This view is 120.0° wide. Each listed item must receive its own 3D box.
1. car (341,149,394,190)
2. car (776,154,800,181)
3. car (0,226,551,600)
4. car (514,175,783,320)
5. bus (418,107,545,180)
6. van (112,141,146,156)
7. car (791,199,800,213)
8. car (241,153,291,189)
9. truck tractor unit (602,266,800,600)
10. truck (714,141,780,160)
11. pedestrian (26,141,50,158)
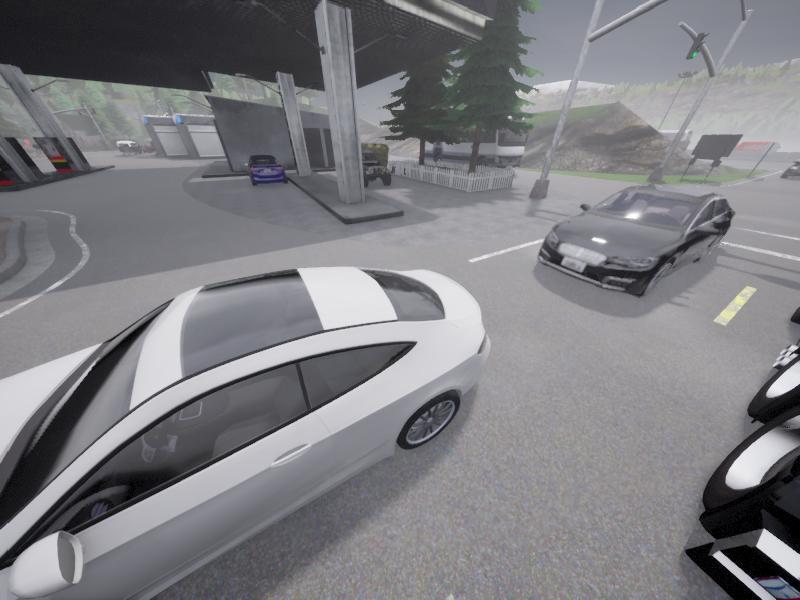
[{"bbox_3d":[-2.173,-8.580,14.997,1.905,1.878,3.866,-18,39,-25],"label":"car"},{"bbox_3d":[30.433,-9.772,16.911,4.974,1.542,2.038,-18,39,-24],"label":"car"},{"bbox_3d":[-1.279,0.678,1.915,4.674,1.442,1.812,-18,38,-25],"label":"car"},{"bbox_3d":[5.172,-1.531,4.911,4.902,1.511,2.128,-18,39,-24],"label":"car"},{"bbox_3d":[6.233,-13.980,20.727,3.944,4.253,10.273,-18,39,-24],"label":"bus"},{"bbox_3d":[-45.228,-25.409,38.691,2.069,2.038,4.480,-18,39,-24],"label":"van"},{"bbox_3d":[17.799,-3.257,7.479,4.611,1.667,2.242,23,41,30],"label":"car"},{"bbox_3d":[-9.248,-8.986,15.820,2.242,1.667,4.611,-18,39,-25],"label":"car"},{"bbox_3d":[5.112,-0.300,0.778,6.516,4.208,3.053,-18,39,-24],"label":"truck tractor unit"},{"bbox_3d":[57.193,-24.820,38.226,2.627,2.467,5.204,-18,38,-24],"label":"truck"},{"bbox_3d":[-49.180,-20.442,31.377,0.751,1.860,0.751,-17,38,-23],"label":"pedestrian"}]
